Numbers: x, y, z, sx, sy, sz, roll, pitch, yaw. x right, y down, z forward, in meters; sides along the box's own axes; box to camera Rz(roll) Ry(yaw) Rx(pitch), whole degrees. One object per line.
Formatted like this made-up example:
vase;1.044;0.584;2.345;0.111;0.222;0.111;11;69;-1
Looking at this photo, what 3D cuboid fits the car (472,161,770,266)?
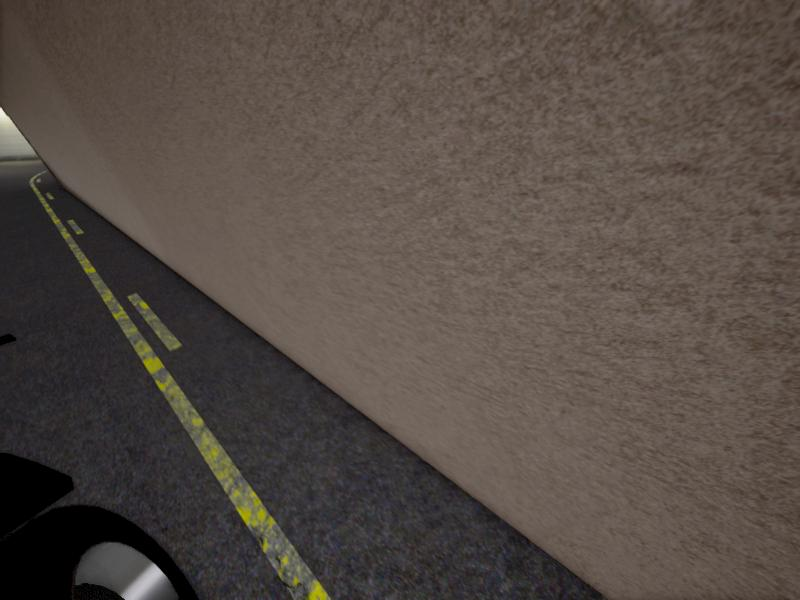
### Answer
car;4.926;-2.688;6.363;5.027;1.651;2.152;18;39;24
